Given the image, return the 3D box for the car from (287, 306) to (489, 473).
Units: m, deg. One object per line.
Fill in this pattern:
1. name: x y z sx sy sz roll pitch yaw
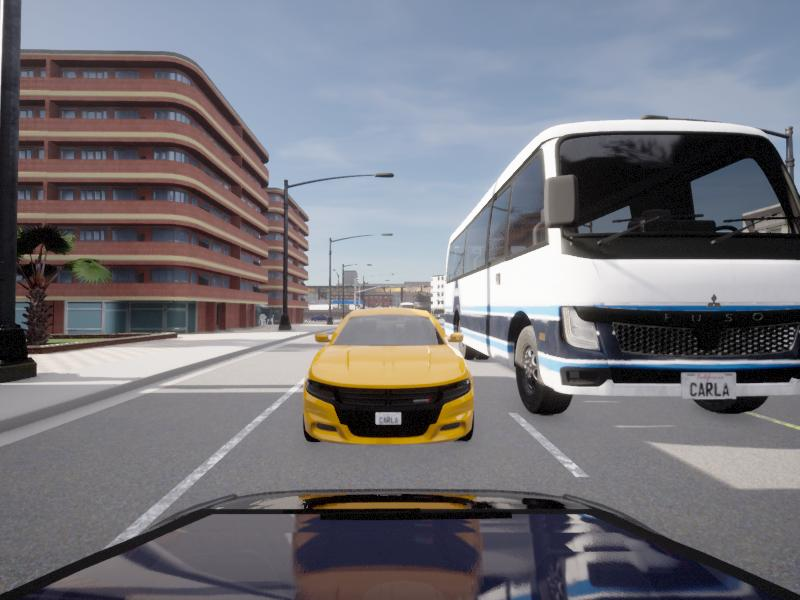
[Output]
1. car: -0.160 0.861 6.233 1.882 1.535 5.008 0 -1 -1

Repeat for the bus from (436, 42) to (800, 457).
1. bus: 3.395 -0.452 9.263 3.944 4.253 10.273 0 -1 -1

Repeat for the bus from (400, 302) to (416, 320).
1. bus: 1.998 2.863 104.264 3.944 4.253 10.273 0 -2 -1
